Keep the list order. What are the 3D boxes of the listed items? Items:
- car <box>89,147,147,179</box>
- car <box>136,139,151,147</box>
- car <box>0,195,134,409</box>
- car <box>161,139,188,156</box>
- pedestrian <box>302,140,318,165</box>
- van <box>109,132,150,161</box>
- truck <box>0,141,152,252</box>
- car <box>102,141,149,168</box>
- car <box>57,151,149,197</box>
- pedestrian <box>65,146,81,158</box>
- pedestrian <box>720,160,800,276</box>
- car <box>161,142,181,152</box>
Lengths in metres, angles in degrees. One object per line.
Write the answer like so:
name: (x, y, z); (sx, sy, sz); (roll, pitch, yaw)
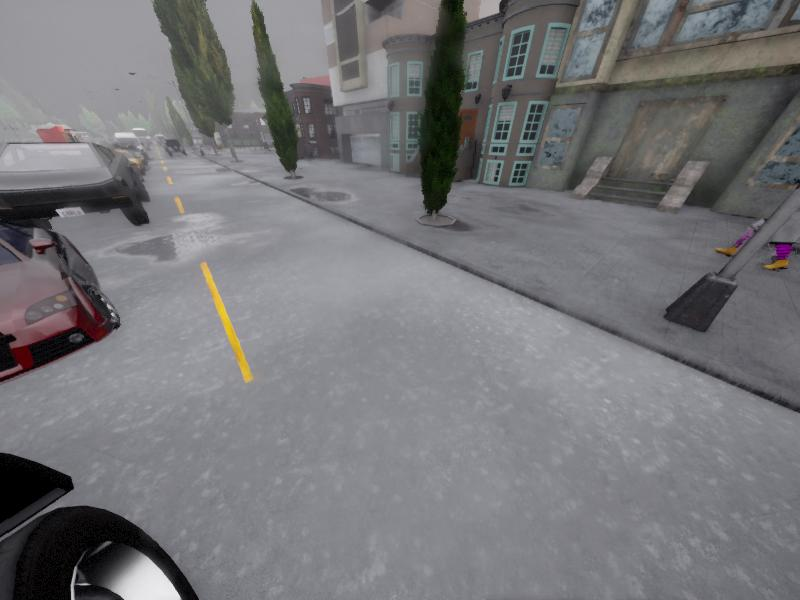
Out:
car: (-19.615, -9.820, 16.334); (1.801, 1.575, 5.366); (-27, 43, -33)
car: (-65.430, -40.139, 58.961); (2.033, 1.649, 4.856); (-27, 43, -33)
car: (-5.690, -0.198, 2.991); (4.181, 1.385, 1.994); (24, 41, 30)
car: (-31.729, -21.455, 32.482); (1.905, 1.878, 3.866); (-27, 43, -33)
pedestrian: (-8.354, -13.768, 21.566); (0.751, 1.860, 0.751); (-30, 45, -35)
van: (-31.458, -18.037, 27.077); (1.988, 2.561, 5.915); (-27, 43, -33)
truck: (-10.218, -3.817, 7.436); (2.390, 2.098, 6.274); (-27, 43, -33)
car: (-24.810, -13.376, 21.084); (1.932, 1.855, 4.605); (-27, 43, -33)
car: (-15.009, -6.745, 12.064); (2.128, 1.511, 4.902); (-27, 43, -33)
pedestrian: (-37.704, -17.038, 26.642); (0.500, 1.100, 0.500); (18, 39, 23)
pedestrian: (7.295, -1.530, 4.318); (0.751, 1.860, 0.751); (-27, 43, -33)
car: (-40.385, -26.982, 40.676); (1.970, 1.475, 3.806); (-27, 43, -33)
